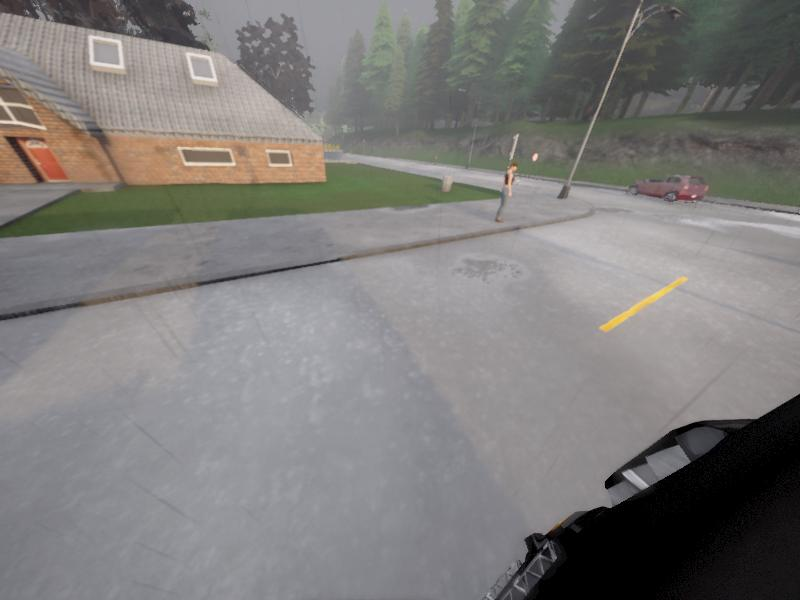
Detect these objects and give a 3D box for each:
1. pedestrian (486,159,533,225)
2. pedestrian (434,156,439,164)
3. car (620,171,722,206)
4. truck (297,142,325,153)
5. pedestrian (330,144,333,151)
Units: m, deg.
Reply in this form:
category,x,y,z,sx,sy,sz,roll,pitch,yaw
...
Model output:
category,x,y,z,sx,sy,sz,roll,pitch,yaw
pedestrian,3.548,-3.553,7.682,0.751,1.860,0.751,4,34,2
pedestrian,5.911,-22.890,37.693,0.500,1.100,0.500,-16,38,-27
car,16.948,-7.223,14.797,1.845,1.501,3.633,0,33,-6
truck,-22.851,-39.508,59.788,2.390,2.098,6.274,24,39,29
pedestrian,-22.646,-50.700,76.658,0.751,1.860,0.751,-9,35,-17
